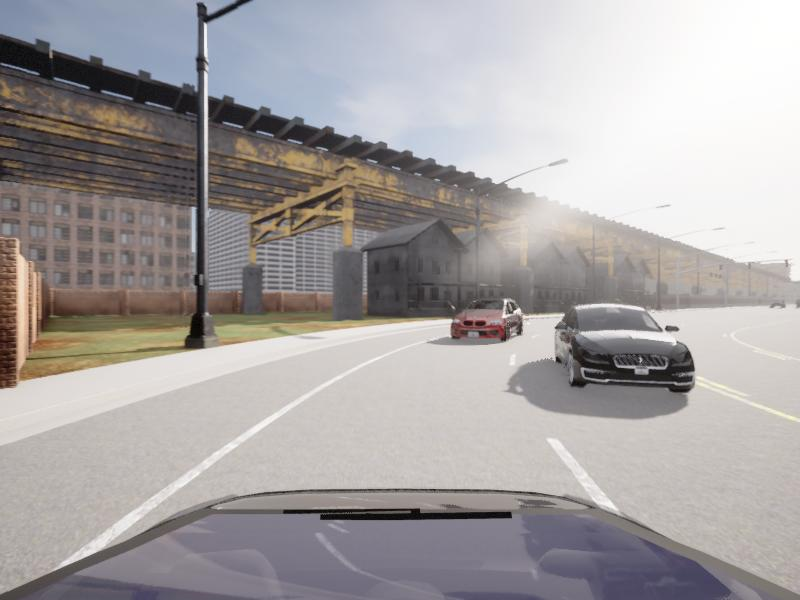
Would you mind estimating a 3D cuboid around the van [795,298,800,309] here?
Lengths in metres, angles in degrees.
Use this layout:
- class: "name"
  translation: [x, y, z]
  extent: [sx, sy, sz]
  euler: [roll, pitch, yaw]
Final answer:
- class: "van"
  translation: [75.247, 0.627, 74.521]
  extent: [4.442, 1.987, 1.775]
  euler: [0, 0, -39]

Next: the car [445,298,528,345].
- class: "car"
  translation: [3.765, 0.753, 16.714]
  extent: [2.242, 1.667, 4.611]
  euler: [0, 0, 28]

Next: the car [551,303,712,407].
- class: "car"
  translation: [4.399, 0.844, 8.506]
  extent: [1.837, 1.490, 4.892]
  euler: [-1, 0, 16]
